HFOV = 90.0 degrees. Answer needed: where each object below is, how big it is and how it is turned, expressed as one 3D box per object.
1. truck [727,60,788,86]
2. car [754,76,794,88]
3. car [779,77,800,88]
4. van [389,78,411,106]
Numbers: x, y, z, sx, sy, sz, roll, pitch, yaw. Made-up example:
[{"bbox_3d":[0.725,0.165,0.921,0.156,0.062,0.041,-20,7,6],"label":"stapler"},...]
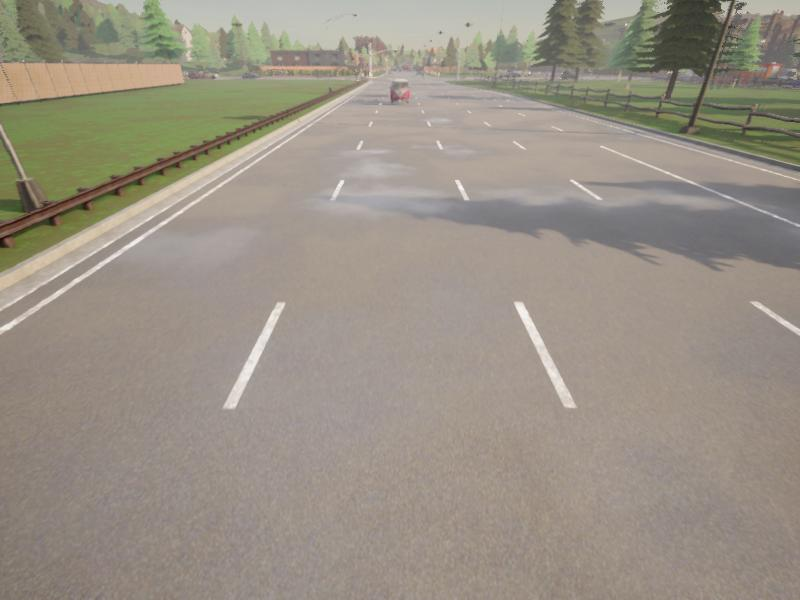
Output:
[{"bbox_3d":[64.699,-41.305,72.753,2.891,3.827,8.468,0,30,0],"label":"truck"},{"bbox_3d":[61.167,-35.719,65.519,1.837,1.490,4.892,0,30,0],"label":"car"},{"bbox_3d":[64.664,-35.286,64.834,2.007,1.525,4.514,0,30,0],"label":"car"},{"bbox_3d":[-0.013,-18.597,35.749,1.775,1.987,4.442,0,30,0],"label":"van"}]
